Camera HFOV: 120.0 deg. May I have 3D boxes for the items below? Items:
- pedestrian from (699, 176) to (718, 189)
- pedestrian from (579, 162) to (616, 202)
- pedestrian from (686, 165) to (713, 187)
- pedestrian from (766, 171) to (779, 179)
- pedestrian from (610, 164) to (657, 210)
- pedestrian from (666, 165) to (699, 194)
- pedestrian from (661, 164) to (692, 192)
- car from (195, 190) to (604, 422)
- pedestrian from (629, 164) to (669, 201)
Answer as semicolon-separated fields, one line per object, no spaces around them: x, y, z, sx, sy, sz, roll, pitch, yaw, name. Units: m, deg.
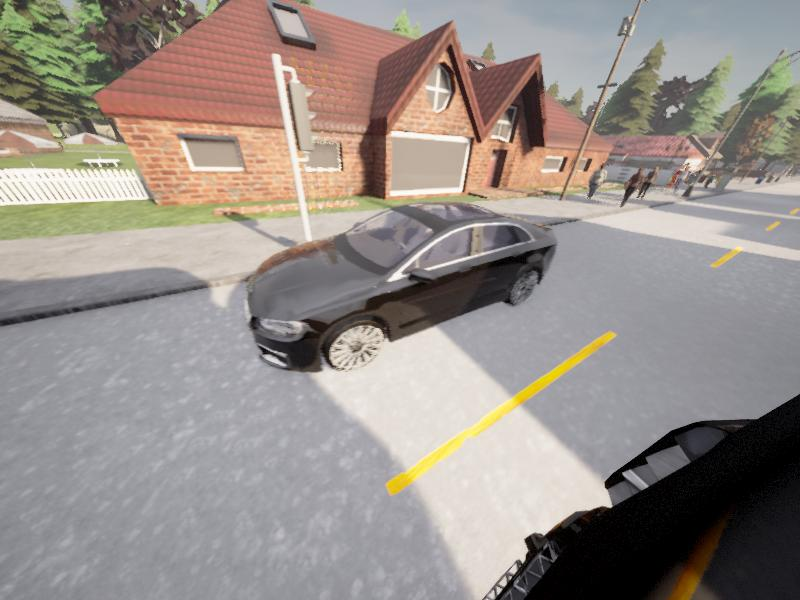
28.743;-10.942;21.506;0.500;1.100;0.500;-12;36;-21;pedestrian
10.845;-6.509;12.736;0.751;1.860;0.751;-21;40;-31;pedestrian
29.854;-12.365;23.055;0.751;1.860;0.751;-15;37;-25;pedestrian
70.941;-23.763;43.962;0.751;1.300;0.751;-20;40;-31;pedestrian
11.163;-5.417;11.109;0.751;1.860;0.751;-20;40;-30;pedestrian
21.543;-9.215;17.651;0.751;1.860;0.751;-18;39;-29;pedestrian
22.423;-9.911;18.772;0.751;1.860;0.751;-18;39;-28;pedestrian
0.379;-0.620;3.572;4.902;1.511;2.128;-16;38;-26;car
14.663;-6.921;13.652;0.751;1.860;0.751;-17;38;-28;pedestrian
